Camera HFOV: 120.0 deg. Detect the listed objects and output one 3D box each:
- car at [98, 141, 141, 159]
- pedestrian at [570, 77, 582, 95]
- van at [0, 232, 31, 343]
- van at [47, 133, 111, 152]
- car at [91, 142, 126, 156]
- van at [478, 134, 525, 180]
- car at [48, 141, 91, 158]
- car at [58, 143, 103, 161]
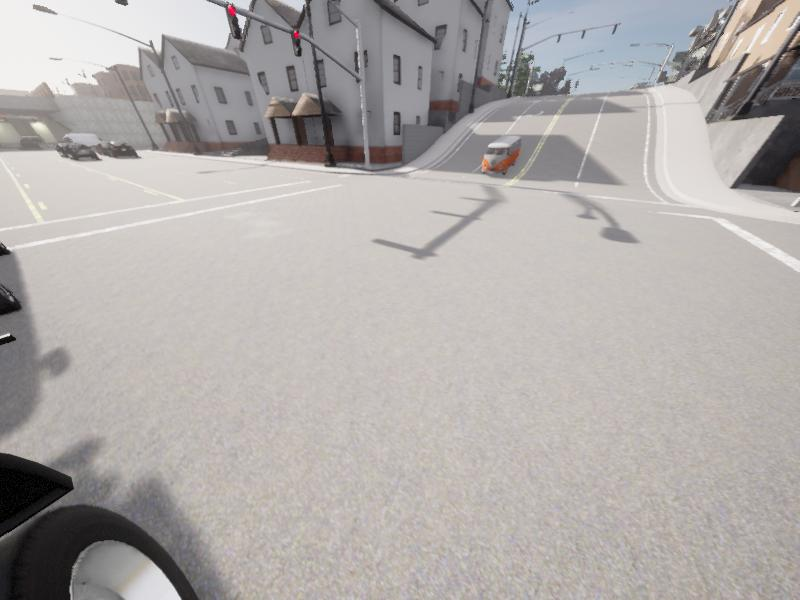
[{"bbox_3d":[-35.038,-18.794,28.852,4.611,1.667,2.242,22,41,28],"label":"car"},{"bbox_3d":[26.790,-32.567,35.157,0.751,1.860,0.751,25,42,31],"label":"pedestrian"},{"bbox_3d":[-8.189,-1.099,3.203,5.915,2.561,1.988,22,40,27],"label":"van"},{"bbox_3d":[-56.721,-27.976,41.045,5.915,2.561,1.988,-15,38,-21],"label":"van"},{"bbox_3d":[-40.540,-20.981,32.107,4.674,1.442,1.812,21,40,26],"label":"car"},{"bbox_3d":[7.594,-10.747,17.206,1.775,1.987,4.442,21,49,27],"label":"van"},{"bbox_3d":[-41.554,-18.943,29.034,5.238,1.638,1.930,21,40,26],"label":"car"},{"bbox_3d":[-35.712,-16.562,25.802,4.514,1.525,2.007,22,40,27],"label":"car"}]
